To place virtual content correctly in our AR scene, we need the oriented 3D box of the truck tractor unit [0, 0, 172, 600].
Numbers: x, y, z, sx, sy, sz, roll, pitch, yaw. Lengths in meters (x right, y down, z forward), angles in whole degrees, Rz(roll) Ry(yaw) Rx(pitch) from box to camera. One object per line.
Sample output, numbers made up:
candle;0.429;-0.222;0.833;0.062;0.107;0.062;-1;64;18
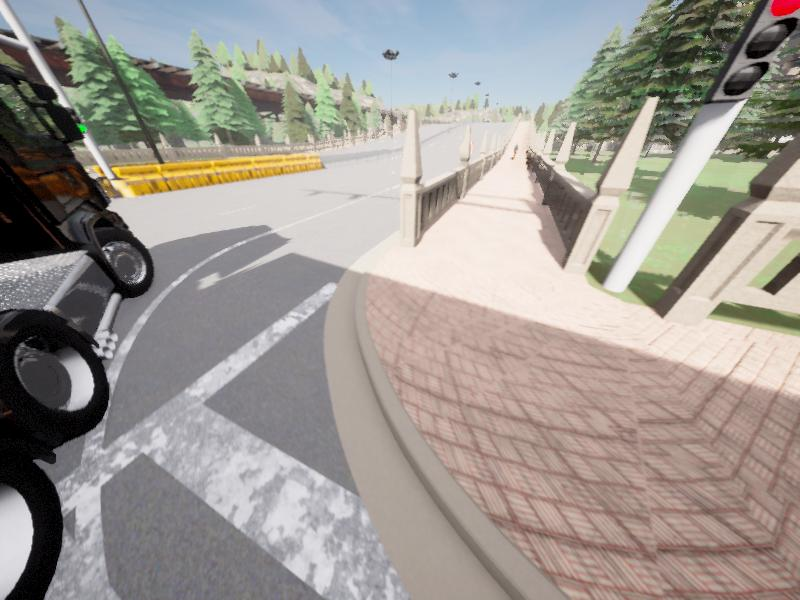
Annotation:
truck tractor unit;-4.599;-0.627;1.269;3.053;4.208;6.516;-23;41;-29
